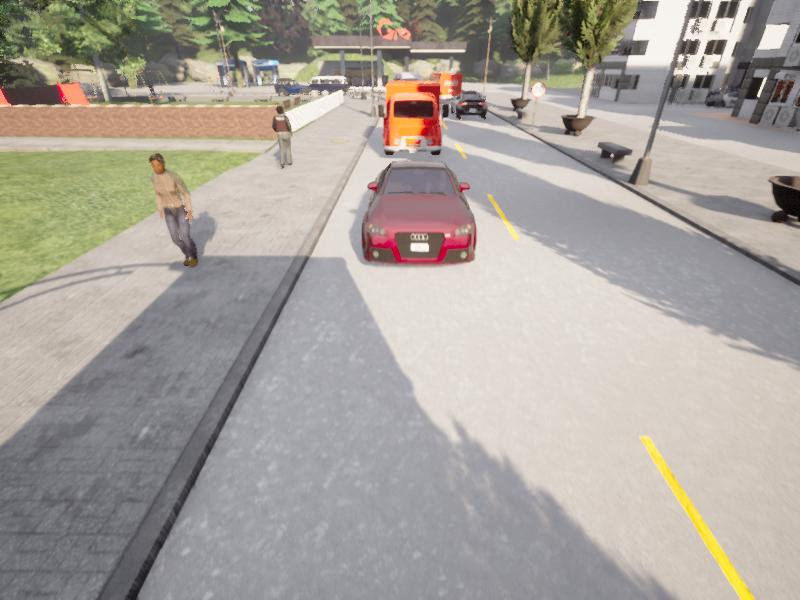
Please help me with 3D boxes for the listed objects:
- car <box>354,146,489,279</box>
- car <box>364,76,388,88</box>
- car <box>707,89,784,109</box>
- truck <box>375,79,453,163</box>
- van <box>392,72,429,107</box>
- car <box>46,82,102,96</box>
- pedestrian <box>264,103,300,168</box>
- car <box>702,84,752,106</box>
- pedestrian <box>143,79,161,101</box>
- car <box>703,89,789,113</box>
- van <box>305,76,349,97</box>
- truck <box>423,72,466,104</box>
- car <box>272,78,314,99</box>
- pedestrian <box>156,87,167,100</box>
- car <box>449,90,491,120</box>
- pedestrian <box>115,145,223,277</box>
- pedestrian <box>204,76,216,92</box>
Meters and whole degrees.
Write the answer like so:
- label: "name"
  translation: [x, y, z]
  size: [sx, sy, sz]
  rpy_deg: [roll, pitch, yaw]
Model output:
- label: "car"
  translation: [0.362, -2.017, 8.092]
  size: [1.994, 1.385, 4.181]
  rpy_deg: [1, 30, 1]
- label: "car"
  translation: [-3.736, -34.654, 63.590]
  size: [3.633, 1.501, 1.845]
  rpy_deg: [0, 30, 1]
- label: "car"
  translation: [28.322, -16.653, 33.008]
  size: [4.536, 1.218, 1.853]
  rpy_deg: [17, 34, 26]
- label: "truck"
  translation: [0.507, -7.431, 16.236]
  size: [2.627, 2.467, 5.204]
  rpy_deg: [0, 31, 1]
- label: "van"
  translation: [0.816, -19.089, 36.121]
  size: [1.988, 2.561, 5.915]
  rpy_deg: [-5, 31, -11]
- label: "car"
  translation: [-38.116, -24.747, 46.888]
  size: [4.674, 1.442, 1.812]
  rpy_deg: [1, 30, 1]
- label: "pedestrian"
  translation: [-3.794, -5.331, 13.018]
  size: [0.751, 1.860, 0.751]
  rpy_deg: [-2, 30, -4]
- label: "car"
  translation: [28.751, -18.123, 35.352]
  size: [1.845, 1.501, 3.633]
  rpy_deg: [6, 31, 10]
- label: "pedestrian"
  translation: [-23.930, -20.306, 38.625]
  size: [0.751, 1.860, 0.751]
  rpy_deg: [0, 30, 1]
- label: "car"
  translation: [28.367, -16.504, 33.065]
  size: [4.974, 1.542, 2.038]
  rpy_deg: [17, 34, 26]
- label: "van"
  translation: [-8.322, -24.704, 46.214]
  size: [4.480, 2.038, 2.069]
  rpy_deg: [2, 30, 3]
- label: "truck"
  translation: [4.105, -20.245, 38.165]
  size: [2.627, 2.467, 5.204]
  rpy_deg: [-4, 30, -9]
- label: "car"
  translation: [-11.453, -22.739, 43.000]
  size: [3.866, 1.878, 1.905]
  rpy_deg: [1, 30, 1]
- label: "pedestrian"
  translation: [-23.441, -20.277, 39.328]
  size: [0.500, 1.100, 0.500]
  rpy_deg: [-6, 31, -9]
- label: "car"
  translation: [4.711, -13.552, 27.646]
  size: [2.038, 1.542, 4.974]
  rpy_deg: [0, 30, 1]
- label: "pedestrian"
  translation: [-3.488, -1.360, 6.229]
  size: [0.751, 1.860, 0.751]
  rpy_deg: [1, 30, 1]
- label: "pedestrian"
  translation: [-24.663, -28.111, 52.005]
  size: [0.751, 1.860, 0.751]
  rpy_deg: [4, 31, 7]
